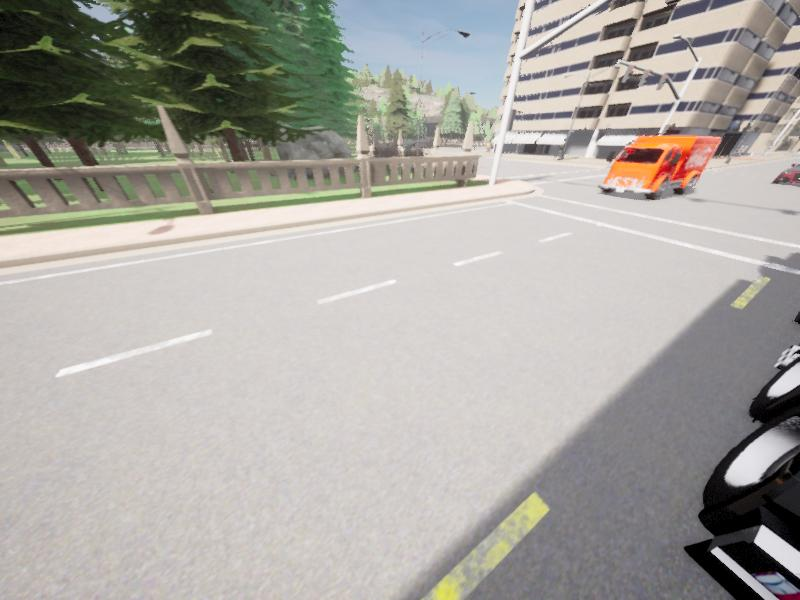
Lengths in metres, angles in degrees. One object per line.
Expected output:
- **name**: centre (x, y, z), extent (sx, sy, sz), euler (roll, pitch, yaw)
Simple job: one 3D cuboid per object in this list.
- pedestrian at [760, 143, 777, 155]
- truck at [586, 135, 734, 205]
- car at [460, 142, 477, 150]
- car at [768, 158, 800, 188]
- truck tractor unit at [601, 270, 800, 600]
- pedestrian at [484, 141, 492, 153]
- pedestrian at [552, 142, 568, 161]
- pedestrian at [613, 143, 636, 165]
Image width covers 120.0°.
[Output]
- **pedestrian**: centre (68.317, -27.978, 42.857), extent (0.751, 1.860, 0.751), euler (-18, 39, -24)
- **truck**: centre (12.420, -6.467, 11.215), extent (5.204, 2.467, 2.627), euler (-18, 39, -24)
- **car**: centre (18.664, -41.967, 62.868), extent (4.611, 1.667, 2.242), euler (-28, 44, -34)
- **car**: centre (25.257, -7.788, 14.133), extent (4.181, 1.385, 1.994), euler (-18, 39, -23)
- **truck tractor unit**: centre (5.122, -0.289, 0.767), extent (6.516, 4.208, 3.053), euler (-18, 39, -24)
- **pedestrian**: centre (16.452, -28.561, 43.125), extent (0.751, 1.860, 0.751), euler (1, 35, 0)
- **pedestrian**: centre (19.460, -18.059, 28.074), extent (0.751, 1.860, 0.751), euler (-16, 38, -22)
- **pedestrian**: centre (22.864, -14.867, 23.521), extent (0.751, 1.860, 0.751), euler (-14, 37, -20)
